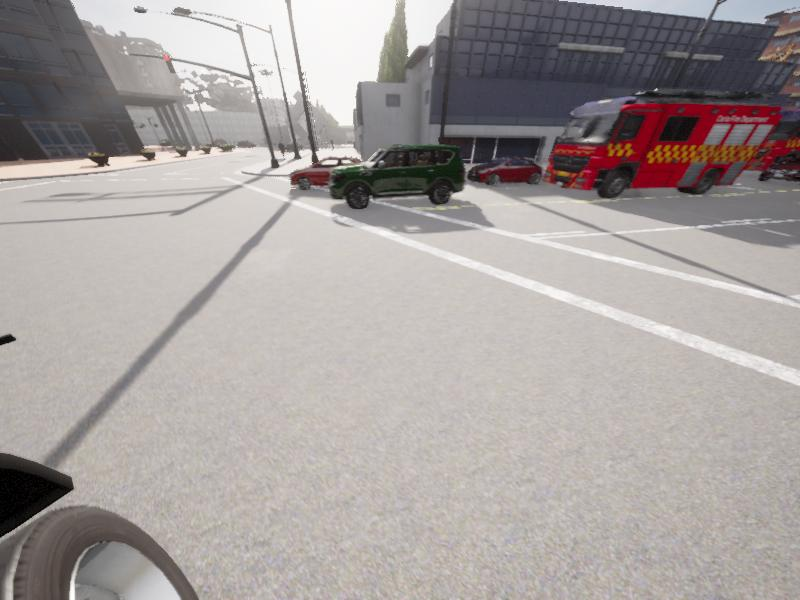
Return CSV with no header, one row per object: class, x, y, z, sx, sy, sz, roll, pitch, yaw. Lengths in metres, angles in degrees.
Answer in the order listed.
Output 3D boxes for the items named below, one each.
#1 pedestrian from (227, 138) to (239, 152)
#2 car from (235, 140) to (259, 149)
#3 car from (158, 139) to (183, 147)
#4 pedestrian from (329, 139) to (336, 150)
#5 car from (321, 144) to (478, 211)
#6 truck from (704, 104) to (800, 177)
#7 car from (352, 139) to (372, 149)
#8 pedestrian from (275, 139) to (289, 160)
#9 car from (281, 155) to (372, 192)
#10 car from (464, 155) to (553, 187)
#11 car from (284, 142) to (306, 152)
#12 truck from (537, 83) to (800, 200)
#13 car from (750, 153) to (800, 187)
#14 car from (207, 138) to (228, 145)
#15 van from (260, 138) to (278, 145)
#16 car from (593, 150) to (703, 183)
pedestrian,-27.305,-25.378,37.822,0.751,1.860,0.751,-5,35,-8
car,-37.355,-37.957,56.367,5.027,1.651,2.152,19,39,24
car,-59.135,-40.579,59.657,3.988,1.617,1.851,-1,35,-2
pedestrian,-13.810,-31.875,47.255,0.751,1.860,0.751,9,36,12
car,-0.087,-5.100,9.414,5.566,2.045,2.150,-7,36,-11
truck,27.872,-11.105,16.133,8.468,3.827,2.891,-7,36,-8
car,-9.450,-39.036,57.799,1.932,1.855,4.605,28,44,33
pedestrian,-12.663,-16.142,24.855,0.751,1.860,0.751,-5,35,-7
car,-3.654,-6.775,12.263,4.193,1.474,1.816,-4,35,-7
car,6.276,-7.702,13.722,4.181,1.385,1.994,-6,36,-9
car,-19.665,-28.912,43.575,1.837,1.490,4.892,1,35,1
truck,11.906,-7.218,10.922,8.468,3.827,2.891,-6,36,-8
car,23.938,-7.592,13.353,4.674,1.442,1.812,-7,36,-8
car,-57.760,-50.187,73.136,4.553,1.767,2.097,-13,37,-18
van,-44.140,-53.612,78.015,1.775,1.987,4.442,28,43,33
car,16.040,-8.791,15.124,4.974,1.542,2.038,-6,36,-8
